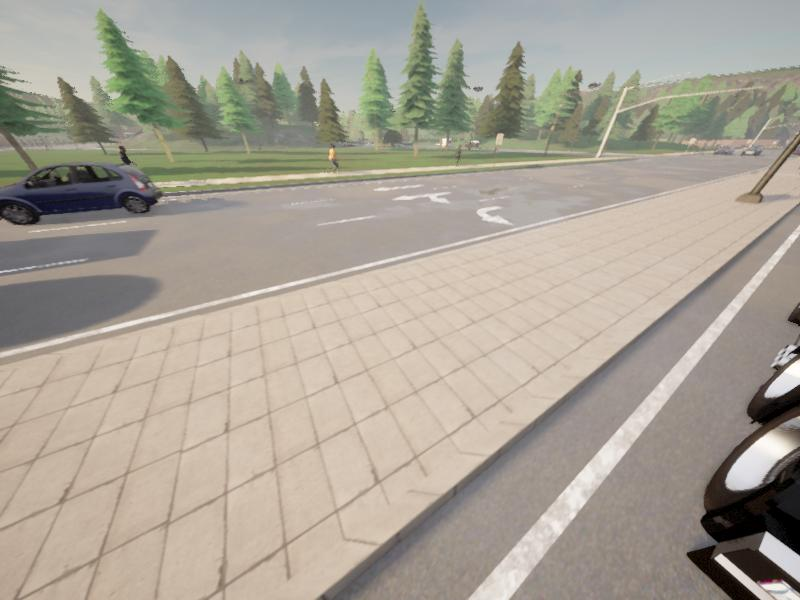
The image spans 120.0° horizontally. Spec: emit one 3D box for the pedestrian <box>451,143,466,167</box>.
[{"bbox_3d":[5.425,-13.441,21.432,0.751,1.860,0.751,-17,38,-23],"label":"pedestrian"}]

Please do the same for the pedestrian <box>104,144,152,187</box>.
[{"bbox_3d":[-13.954,-6.945,11.928,0.751,1.860,0.751,-20,40,-27],"label":"pedestrian"}]

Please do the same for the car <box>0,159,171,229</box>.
[{"bbox_3d":[-11.013,-3.773,7.925,3.988,1.617,1.851,-19,39,-25],"label":"car"}]

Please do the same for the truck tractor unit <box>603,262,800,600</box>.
[{"bbox_3d":[5.107,-0.304,0.791,6.516,4.208,3.053,-18,39,-24],"label":"truck tractor unit"}]

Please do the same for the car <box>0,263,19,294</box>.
[{"bbox_3d":[-9.020,0.208,2.208,5.027,1.651,2.152,-19,39,-25],"label":"car"}]

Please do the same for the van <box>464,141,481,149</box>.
[{"bbox_3d":[21.354,-46.040,68.572,2.069,2.038,4.480,-18,39,-24],"label":"van"}]

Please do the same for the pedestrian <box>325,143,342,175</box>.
[{"bbox_3d":[-4.727,-10.084,16.519,0.751,1.860,0.751,-18,39,-24],"label":"pedestrian"}]

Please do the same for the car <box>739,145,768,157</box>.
[{"bbox_3d":[67.664,-28.579,44.239,4.856,1.649,2.033,-19,39,-25],"label":"car"}]

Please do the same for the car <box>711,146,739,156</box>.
[{"bbox_3d":[65.426,-30.094,46.482,4.974,1.542,2.038,-19,39,-25],"label":"car"}]

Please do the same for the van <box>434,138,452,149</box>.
[{"bbox_3d":[13.642,-49.941,73.642,1.988,2.561,5.915,-18,39,-24],"label":"van"}]
